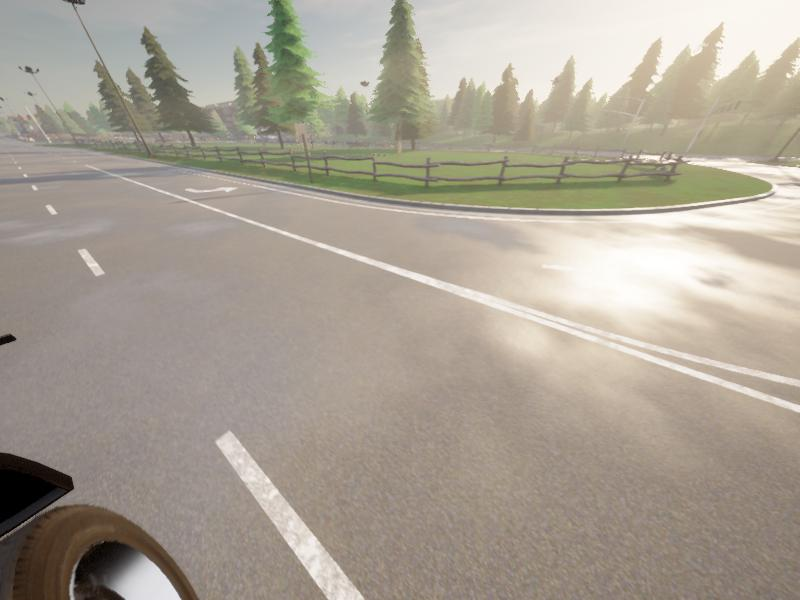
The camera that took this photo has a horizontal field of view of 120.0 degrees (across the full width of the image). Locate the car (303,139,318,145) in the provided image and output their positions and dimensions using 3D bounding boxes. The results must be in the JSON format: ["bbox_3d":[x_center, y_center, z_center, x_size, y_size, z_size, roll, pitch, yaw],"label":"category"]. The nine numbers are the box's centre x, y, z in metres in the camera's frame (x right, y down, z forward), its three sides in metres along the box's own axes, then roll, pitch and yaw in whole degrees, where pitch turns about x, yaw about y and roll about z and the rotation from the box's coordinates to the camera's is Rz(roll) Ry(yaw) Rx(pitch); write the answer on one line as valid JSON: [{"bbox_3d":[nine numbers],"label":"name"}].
[{"bbox_3d":[-29.848,-52.767,76.933,4.974,1.542,2.038,22,41,28],"label":"car"}]

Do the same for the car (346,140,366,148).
[{"bbox_3d":[-12.054,-42.868,63.317,5.027,1.651,2.152,22,41,28],"label":"car"}]

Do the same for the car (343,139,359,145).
[{"bbox_3d":[-16.093,-52.023,76.069,5.008,1.535,1.882,22,41,28],"label":"car"}]

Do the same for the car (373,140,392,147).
[{"bbox_3d":[-4.973,-44.978,66.202,5.366,1.575,1.801,22,41,28],"label":"car"}]
